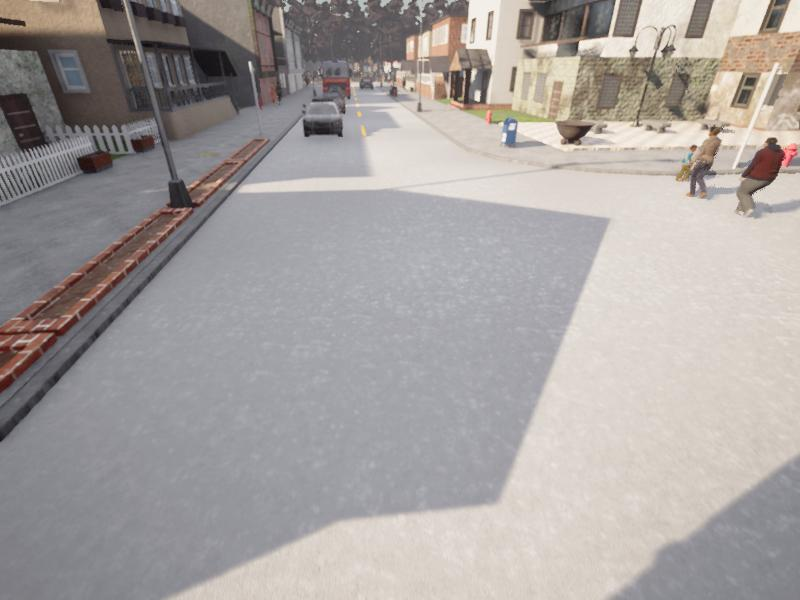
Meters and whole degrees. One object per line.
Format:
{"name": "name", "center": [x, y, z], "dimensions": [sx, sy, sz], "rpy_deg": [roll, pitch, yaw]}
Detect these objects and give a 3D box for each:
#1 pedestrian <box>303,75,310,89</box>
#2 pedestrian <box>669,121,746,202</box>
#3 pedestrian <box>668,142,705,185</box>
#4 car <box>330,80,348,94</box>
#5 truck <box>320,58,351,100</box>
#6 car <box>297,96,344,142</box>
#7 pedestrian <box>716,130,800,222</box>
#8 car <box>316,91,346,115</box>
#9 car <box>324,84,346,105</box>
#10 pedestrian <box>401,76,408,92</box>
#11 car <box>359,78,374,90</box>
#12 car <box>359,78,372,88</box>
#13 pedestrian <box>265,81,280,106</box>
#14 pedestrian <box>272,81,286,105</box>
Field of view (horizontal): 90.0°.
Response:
{"name": "pedestrian", "center": [-14.136, -33.112, 60.681], "dimensions": [0.751, 1.860, 0.751], "rpy_deg": [-2, 30, -4]}
{"name": "pedestrian", "center": [7.972, -3.614, 10.465], "dimensions": [0.751, 1.860, 0.751], "rpy_deg": [-3, 30, -7]}
{"name": "pedestrian", "center": [8.688, -4.148, 12.146], "dimensions": [0.500, 1.100, 0.500], "rpy_deg": [26, 39, 37]}
{"name": "car", "center": [-8.011, -28.088, 52.752], "dimensions": [2.163, 1.488, 4.792], "rpy_deg": [-3, 30, -6]}
{"name": "truck", "center": [-7.052, -24.733, 44.670], "dimensions": [2.891, 3.827, 8.468], "rpy_deg": [-3, 30, -6]}
{"name": "car", "center": [-3.945, -9.480, 20.671], "dimensions": [1.930, 1.638, 5.238], "rpy_deg": [-3, 30, -6]}
{"name": "pedestrian", "center": [8.178, -2.798, 9.066], "dimensions": [0.751, 1.860, 0.751], "rpy_deg": [-2, 30, -5]}
{"name": "car", "center": [-5.216, -15.220, 30.790], "dimensions": [1.994, 1.385, 4.181], "rpy_deg": [-3, 30, -6]}
{"name": "car", "center": [-6.119, -19.476, 37.907], "dimensions": [1.789, 1.549, 3.705], "rpy_deg": [-3, 30, -6]}
{"name": "pedestrian", "center": [0.548, -29.198, 54.124], "dimensions": [0.751, 1.860, 0.751], "rpy_deg": [-7, 31, -13]}
{"name": "car", "center": [-5.228, -33.757, 62.474], "dimensions": [2.038, 1.542, 4.974], "rpy_deg": [-3, 30, -6]}
{"name": "car", "center": [-5.921, -36.823, 67.895], "dimensions": [1.994, 1.385, 4.181], "rpy_deg": [-3, 30, -6]}
{"name": "pedestrian", "center": [-10.883, -17.651, 34.158], "dimensions": [0.751, 1.860, 0.751], "rpy_deg": [0, 30, 0]}
{"name": "pedestrian", "center": [-10.449, -17.903, 34.596], "dimensions": [0.751, 1.860, 0.751], "rpy_deg": [1, 30, 1]}
